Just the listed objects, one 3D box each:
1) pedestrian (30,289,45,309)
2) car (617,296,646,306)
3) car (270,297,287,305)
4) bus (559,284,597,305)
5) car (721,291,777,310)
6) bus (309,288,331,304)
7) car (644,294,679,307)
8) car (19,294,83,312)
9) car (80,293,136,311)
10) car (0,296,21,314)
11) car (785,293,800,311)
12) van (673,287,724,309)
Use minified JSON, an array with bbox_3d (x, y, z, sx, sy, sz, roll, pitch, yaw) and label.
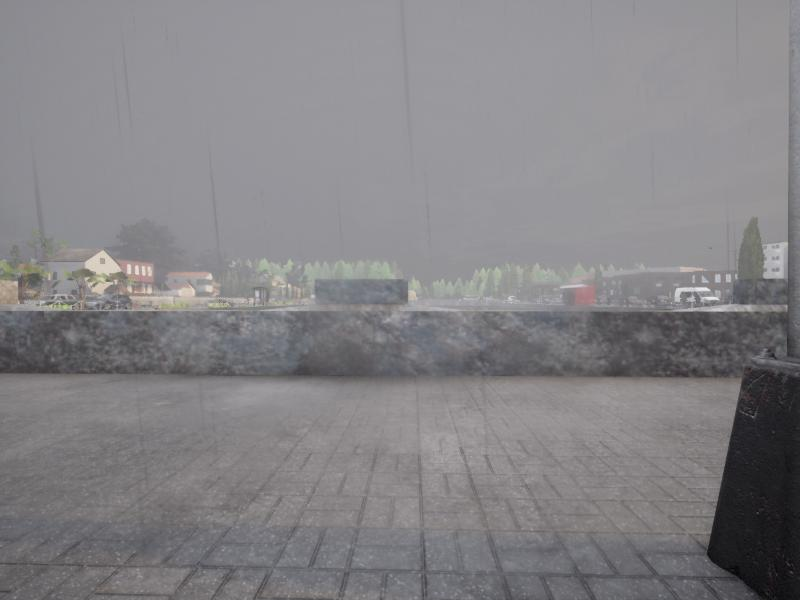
[{"bbox_3d":[-34.396,-0.067,37.974,0.751,1.860,0.751,0,0,2],"label":"pedestrian"},{"bbox_3d":[37.359,0.168,64.743,2.033,1.649,4.856,0,0,2],"label":"car"},{"bbox_3d":[-27.506,0.224,90.674,2.242,1.667,4.611,0,0,2],"label":"car"},{"bbox_3d":[38.209,-1.139,86.531,3.944,4.253,10.273,0,0,2],"label":"bus"},{"bbox_3d":[36.603,0.052,42.120,1.932,1.855,4.605,0,0,2],"label":"car"},{"bbox_3d":[-22.821,-1.139,114.450,3.944,4.253,10.273,0,0,2],"label":"bus"},{"bbox_3d":[37.100,0.094,56.978,2.097,1.767,4.553,0,0,2],"label":"car"},{"bbox_3d":[-29.422,0.253,33.891,1.970,1.475,3.806,0,0,2],"label":"car"},{"bbox_3d":[-29.211,0.178,40.270,2.033,1.649,4.856,0,0,2],"label":"car"},{"bbox_3d":[-29.630,0.344,27.856,1.895,1.301,4.718,0,0,2],"label":"car"},{"bbox_3d":[36.340,0.201,34.239,1.801,1.575,5.366,0,0,2],"label":"car"},{"bbox_3d":[36.850,-0.278,49.652,1.988,2.561,5.915,0,0,2],"label":"van"}]
